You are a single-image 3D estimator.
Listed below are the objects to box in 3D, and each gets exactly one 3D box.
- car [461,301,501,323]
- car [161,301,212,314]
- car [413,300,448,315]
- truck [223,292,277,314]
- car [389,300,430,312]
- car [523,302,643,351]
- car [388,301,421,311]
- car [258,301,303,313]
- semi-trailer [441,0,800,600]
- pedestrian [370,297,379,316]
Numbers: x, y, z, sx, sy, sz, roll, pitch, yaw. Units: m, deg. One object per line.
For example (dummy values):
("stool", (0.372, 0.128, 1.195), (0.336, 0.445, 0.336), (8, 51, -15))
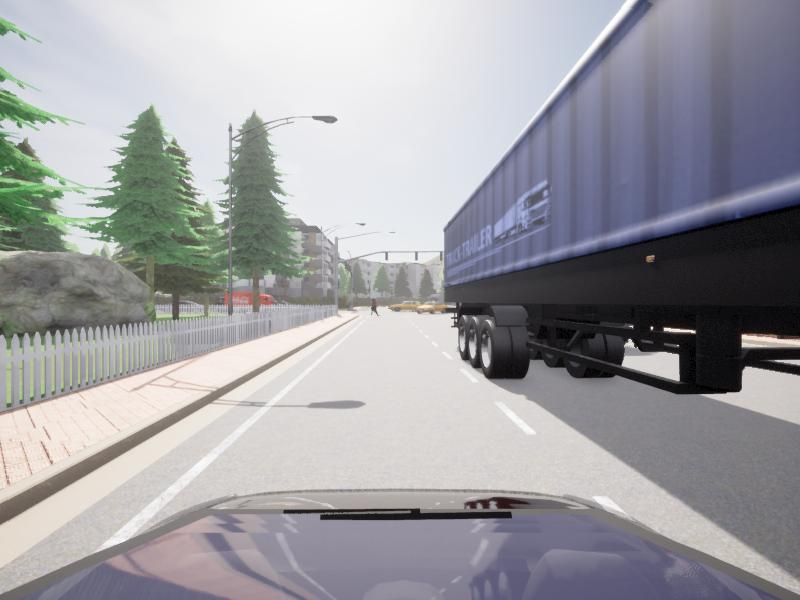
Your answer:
("car", (6.005, 0.823, 30.287), (1.882, 1.535, 5.008), (0, 0, -2))
("car", (-24.545, 0.845, 46.090), (4.892, 1.490, 1.837), (0, 0, 0))
("car", (3.521, 0.801, 44.904), (1.801, 1.575, 5.366), (0, 0, 29))
("truck", (-17.188, 0.357, 46.139), (5.204, 2.467, 2.627), (0, 0, 0))
("car", (1.261, 0.801, 53.259), (5.366, 1.575, 1.801), (0, 0, 0))
("car", (6.537, 0.851, 15.074), (2.163, 1.488, 4.792), (0, 0, -3))
("car", (0.592, 0.870, 56.747), (4.674, 1.442, 1.812), (0, 0, -1))
("car", (-14.752, 0.836, 49.654), (4.902, 1.511, 2.128), (0, 0, 0))
("semi-trailer", (3.062, -0.618, 6.800), (2.717, 4.402, 14.254), (0, 0, -2))
("pedestrian", (-2.478, 0.637, 39.024), (0.751, 1.860, 0.751), (0, 0, -16))
